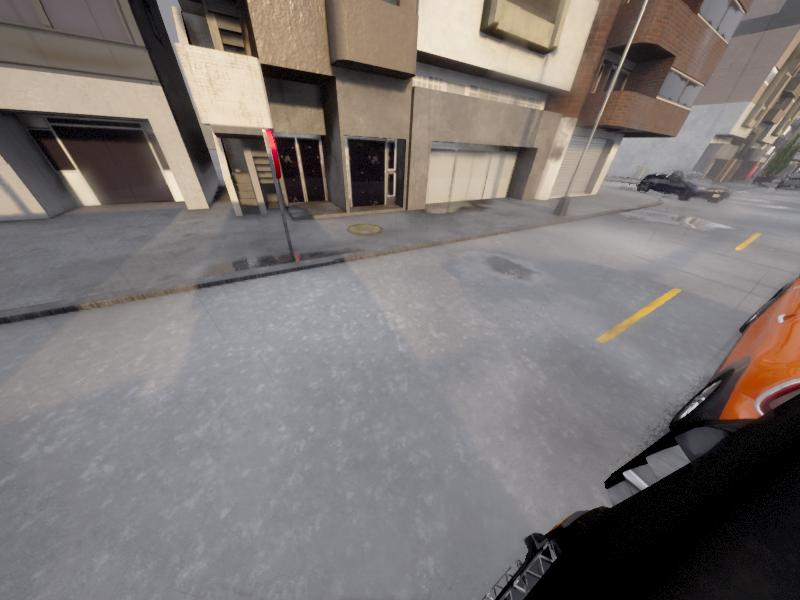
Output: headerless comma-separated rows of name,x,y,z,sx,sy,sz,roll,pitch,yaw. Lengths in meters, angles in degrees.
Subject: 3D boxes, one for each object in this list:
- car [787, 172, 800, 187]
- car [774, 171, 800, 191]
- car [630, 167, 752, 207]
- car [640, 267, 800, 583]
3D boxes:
car,53.674,-15.850,30.471,5.366,1.575,1.801,-16,38,-26
car,45.542,-13.618,26.297,4.553,1.767,2.097,-16,38,-26
car,19.137,-7.837,15.732,2.152,1.651,5.027,5,34,2
car,4.629,0.594,1.779,4.553,1.767,2.097,-16,38,-26
